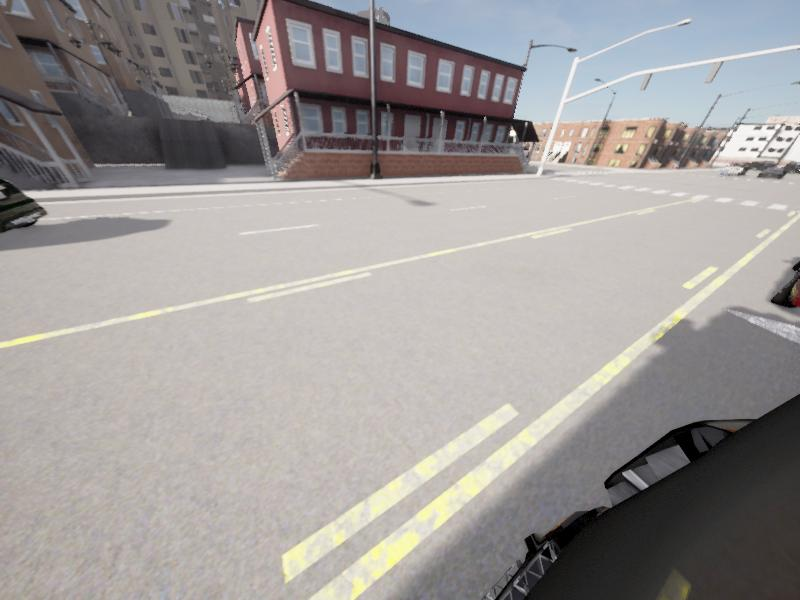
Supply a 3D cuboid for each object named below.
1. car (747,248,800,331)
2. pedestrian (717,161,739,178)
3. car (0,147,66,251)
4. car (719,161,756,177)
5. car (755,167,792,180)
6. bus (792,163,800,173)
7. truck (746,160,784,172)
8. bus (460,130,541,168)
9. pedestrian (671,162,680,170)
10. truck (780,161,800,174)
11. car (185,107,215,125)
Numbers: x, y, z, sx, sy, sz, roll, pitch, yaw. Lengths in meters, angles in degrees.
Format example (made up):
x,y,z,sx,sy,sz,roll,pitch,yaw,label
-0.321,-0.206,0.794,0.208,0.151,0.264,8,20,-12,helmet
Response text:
x,y,z,sx,sy,sz,roll,pitch,yaw,label
8.505,-0.479,3.762,4.792,1.488,2.163,-16,38,-26,car
42.953,-17.086,30.247,0.751,1.860,0.751,-17,38,-26,pedestrian
-10.649,-1.752,4.164,4.553,1.767,2.097,-16,38,-26,car
51.336,-19.989,35.120,4.605,1.855,1.932,-16,38,-26,car
52.906,-17.985,32.695,4.181,1.385,1.994,-16,38,-26,car
94.935,-29.965,50.569,3.944,4.253,10.273,19,37,23,bus
84.780,-31.250,53.772,2.390,2.098,6.274,23,39,28,truck
14.370,-22.722,34.722,3.944,4.253,10.273,-16,38,-26,bus
48.640,-23.637,40.761,0.500,1.100,0.500,-16,38,-25,pedestrian
84.795,-28.226,49.277,6.274,2.098,2.390,-27,44,-36,truck
-36.308,-33.463,42.148,3.806,1.475,1.970,-5,33,-33,car
